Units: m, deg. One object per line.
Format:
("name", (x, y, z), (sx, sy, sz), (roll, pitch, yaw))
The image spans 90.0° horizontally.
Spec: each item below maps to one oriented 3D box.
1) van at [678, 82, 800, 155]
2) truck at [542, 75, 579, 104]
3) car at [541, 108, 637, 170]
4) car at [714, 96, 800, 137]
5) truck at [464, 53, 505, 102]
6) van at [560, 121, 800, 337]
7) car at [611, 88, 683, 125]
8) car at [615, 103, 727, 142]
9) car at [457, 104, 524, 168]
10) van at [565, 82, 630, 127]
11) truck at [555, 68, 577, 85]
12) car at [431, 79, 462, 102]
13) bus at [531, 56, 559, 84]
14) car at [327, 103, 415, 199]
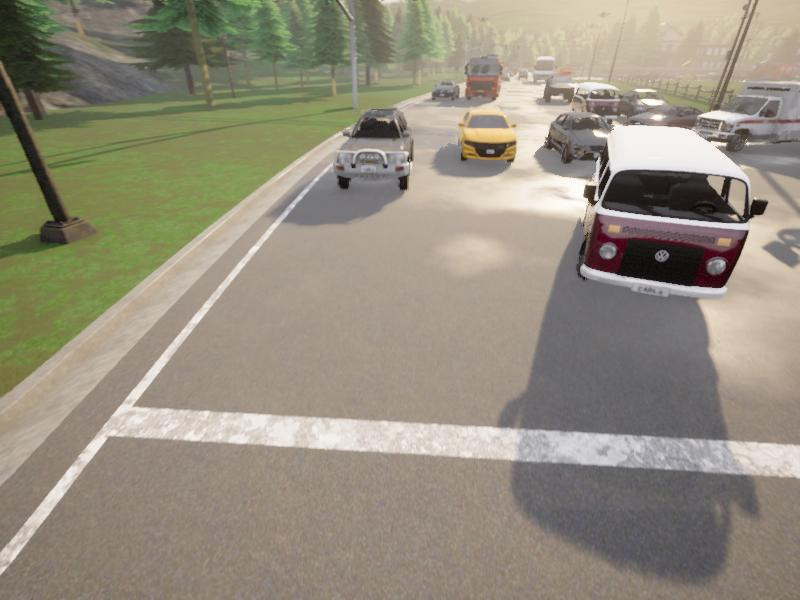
("van", (15.669, -7.635, 16.608), (6.366, 2.431, 2.351), (-5, 31, -9))
("truck", (15.000, -19.917, 37.681), (2.390, 2.098, 6.274), (8, 31, 12))
("car", (6.703, -6.045, 14.756), (1.816, 1.474, 4.193), (3, 31, 4))
("car", (19.592, -9.378, 20.388), (5.027, 1.651, 2.152), (1, 31, 2))
("truck", (8.461, -22.025, 39.477), (2.891, 3.827, 8.468), (8, 31, 13))
("van", (4.150, -1.638, 6.731), (2.069, 2.038, 4.480), (12, 32, 20))
("car", (15.328, -12.271, 25.181), (2.242, 1.667, 4.611), (6, 31, 9))
("car", (12.956, -8.595, 19.239), (4.181, 1.385, 1.994), (-10, 32, -17))
("car", (3.240, -6.420, 15.288), (1.882, 1.535, 5.008), (3, 31, 5))
("van", (11.562, -11.712, 23.832), (2.069, 2.038, 4.480), (5, 31, 8))
("truck", (28.415, -38.410, 68.743), (2.627, 2.467, 5.204), (8, 31, 13))
("car", (4.551, -20.511, 39.037), (2.152, 1.651, 5.027), (8, 31, 12))
("bus", (27.143, -43.376, 75.341), (3.944, 4.253, 10.273), (8, 32, 13))
("car", (-0.610, -4.604, 11.843), (1.932, 1.855, 4.605), (2, 31, 3))
